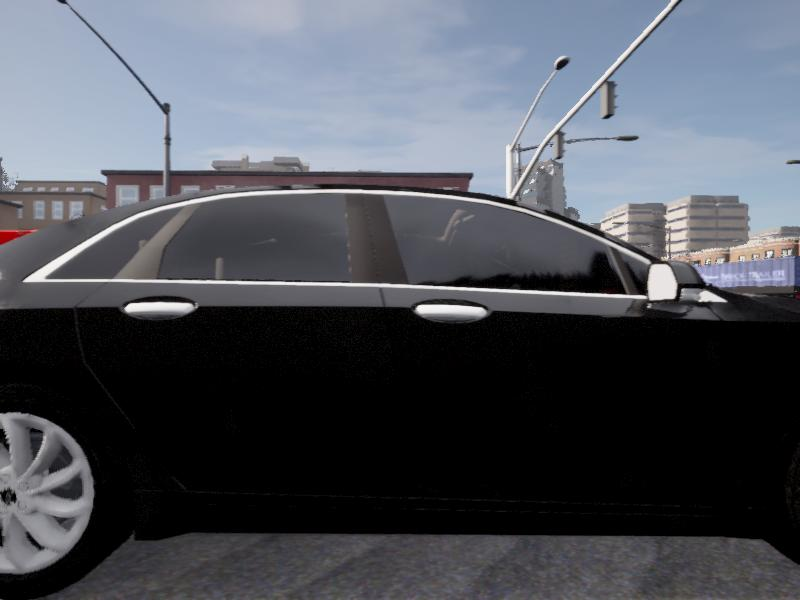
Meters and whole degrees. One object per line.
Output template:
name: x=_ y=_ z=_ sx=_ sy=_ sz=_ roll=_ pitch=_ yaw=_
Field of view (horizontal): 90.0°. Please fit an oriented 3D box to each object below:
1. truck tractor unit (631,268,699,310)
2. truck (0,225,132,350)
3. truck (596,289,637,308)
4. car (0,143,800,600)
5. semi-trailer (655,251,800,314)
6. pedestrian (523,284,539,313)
truck tractor unit: x=28.339 y=-1.106 z=43.159 sx=3.053 sy=4.208 sz=6.516 roll=0 pitch=0 yaw=0
truck: x=-9.652 y=-0.247 z=9.205 sx=5.204 sy=2.467 sz=2.627 roll=0 pitch=0 yaw=0
truck: x=28.138 y=-0.222 z=52.239 sx=2.627 sy=2.467 sz=5.204 roll=0 pitch=1 yaw=3
car: x=0.120 y=0.246 z=2.203 sx=4.892 sy=1.490 sz=1.837 roll=0 pitch=0 yaw=0
semi-trailer: x=28.650 y=-1.208 z=35.255 sx=2.717 sy=4.402 sz=14.254 roll=0 pitch=0 yaw=-3
pedestrian: x=8.442 y=-0.113 z=25.795 sx=0.751 sy=1.860 sz=0.751 roll=0 pitch=0 yaw=-1
